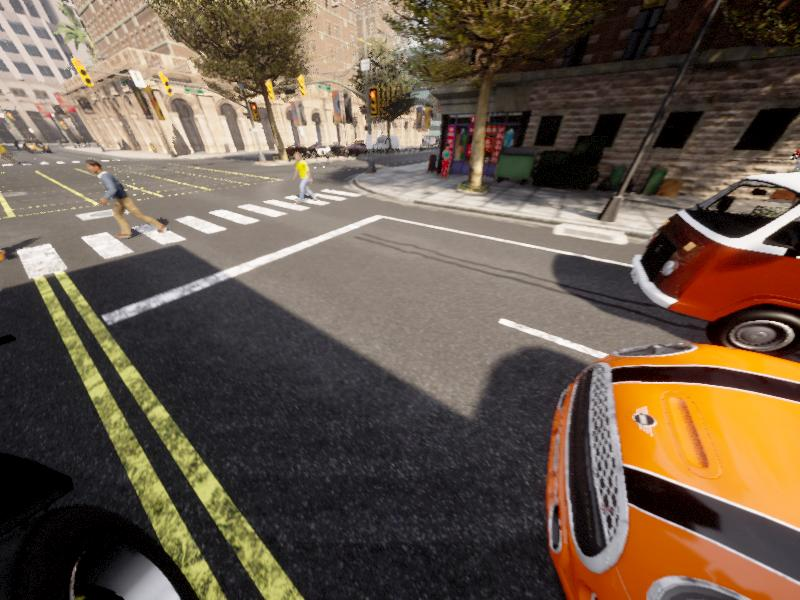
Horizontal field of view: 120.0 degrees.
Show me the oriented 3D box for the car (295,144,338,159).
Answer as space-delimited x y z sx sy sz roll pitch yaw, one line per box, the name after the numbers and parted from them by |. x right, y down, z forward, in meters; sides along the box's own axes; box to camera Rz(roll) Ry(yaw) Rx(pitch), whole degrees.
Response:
-10.954 -19.792 30.660 2.038 1.542 4.974 21 40 27 | car

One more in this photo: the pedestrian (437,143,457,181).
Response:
2.728 -8.123 13.608 0.751 1.860 0.751 -5 35 -7 | pedestrian

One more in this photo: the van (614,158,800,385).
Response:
5.698 -0.141 2.424 4.480 2.038 2.069 21 40 26 | van

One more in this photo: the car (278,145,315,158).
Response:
-14.175 -20.580 31.885 1.994 1.385 4.181 21 40 27 | car

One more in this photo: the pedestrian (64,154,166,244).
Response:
-6.938 -2.488 5.730 0.751 1.860 0.751 22 40 28 | pedestrian

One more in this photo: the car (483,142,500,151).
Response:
21.250 -35.651 53.637 2.038 1.542 4.974 21 40 27 | car

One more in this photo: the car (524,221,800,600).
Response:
3.114 1.379 0.442 4.553 1.767 2.097 21 40 26 | car

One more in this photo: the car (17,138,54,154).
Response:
-53.094 -22.458 33.647 4.605 1.855 1.932 21 40 27 | car

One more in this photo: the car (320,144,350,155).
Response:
-10.269 -23.952 36.735 1.994 1.385 4.181 22 40 27 | car

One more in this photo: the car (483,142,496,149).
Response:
24.244 -41.879 62.579 1.837 1.490 4.892 21 40 27 | car

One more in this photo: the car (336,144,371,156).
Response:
-7.020 -23.131 35.583 2.033 1.411 5.357 21 40 27 | car

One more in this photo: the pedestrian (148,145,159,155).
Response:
-32.922 -20.099 30.900 0.500 1.100 0.500 21 40 26 | pedestrian

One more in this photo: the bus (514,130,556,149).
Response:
39.750 -47.869 68.892 3.944 4.253 10.273 -11 37 -15 | bus

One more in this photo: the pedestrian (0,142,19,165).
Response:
-35.373 -13.050 20.433 0.751 1.860 0.751 14 37 19 | pedestrian

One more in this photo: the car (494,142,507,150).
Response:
25.942 -39.605 59.331 1.845 1.501 3.633 23 41 28 | car

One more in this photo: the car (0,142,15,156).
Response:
-52.207 -19.536 29.847 4.193 1.474 1.816 21 40 27 | car

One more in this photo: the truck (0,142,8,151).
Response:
-69.652 -26.540 39.070 6.274 2.098 2.390 21 40 27 | truck

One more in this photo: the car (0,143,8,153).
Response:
-62.849 -23.707 35.515 5.238 1.638 1.930 22 40 27 | car

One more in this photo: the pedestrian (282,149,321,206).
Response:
-3.810 -4.804 9.067 0.751 1.860 0.751 24 42 30 | pedestrian

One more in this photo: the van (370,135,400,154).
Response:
-2.516 -27.494 40.856 1.988 2.561 5.915 21 40 27 | van

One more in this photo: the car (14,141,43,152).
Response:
-63.060 -26.087 39.203 4.718 1.301 1.895 21 40 27 | car

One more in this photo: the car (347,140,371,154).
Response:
-7.114 -26.905 40.525 1.905 1.878 3.866 21 40 26 | car

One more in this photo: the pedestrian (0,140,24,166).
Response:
-34.428 -12.888 20.212 0.751 1.860 0.751 23 41 28 | pedestrian

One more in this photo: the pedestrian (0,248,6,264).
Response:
-8.896 -1.505 4.306 0.751 1.860 0.751 23 41 28 | pedestrian

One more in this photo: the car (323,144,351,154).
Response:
-10.983 -26.707 40.705 1.895 1.301 4.718 21 40 26 | car
